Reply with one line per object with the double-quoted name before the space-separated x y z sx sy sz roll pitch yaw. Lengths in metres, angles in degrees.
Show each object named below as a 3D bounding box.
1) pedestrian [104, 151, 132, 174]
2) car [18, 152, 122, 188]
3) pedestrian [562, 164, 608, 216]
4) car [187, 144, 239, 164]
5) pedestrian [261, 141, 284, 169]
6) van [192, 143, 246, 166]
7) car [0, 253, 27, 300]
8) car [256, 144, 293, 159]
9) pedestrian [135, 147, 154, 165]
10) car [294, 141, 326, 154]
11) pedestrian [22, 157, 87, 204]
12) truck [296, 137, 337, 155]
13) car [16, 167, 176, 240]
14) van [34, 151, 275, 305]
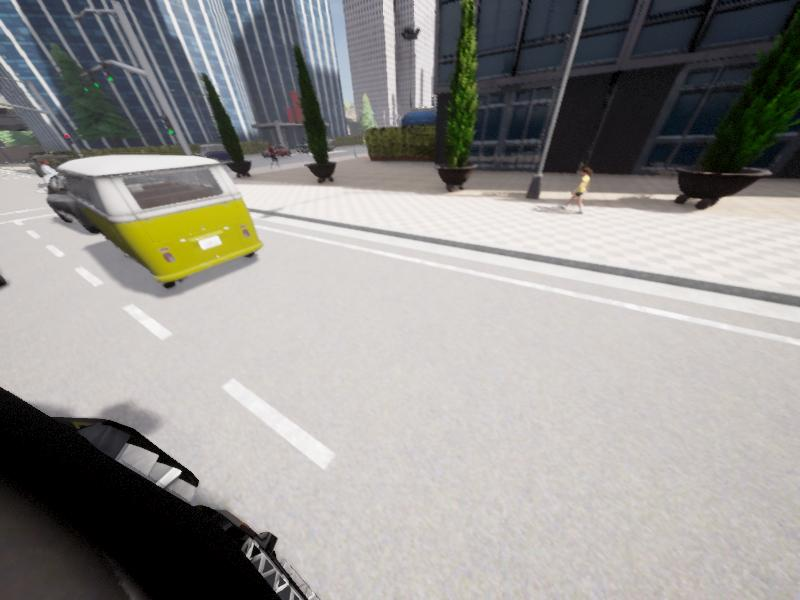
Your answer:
"pedestrian" -27.158 -13.266 22.267 0.751 1.860 0.751 12 38 19
"car" -24.751 -9.990 17.568 1.905 1.878 3.866 17 40 25
"pedestrian" 4.748 -2.844 5.972 0.500 1.100 0.500 27 45 35
"car" -24.104 -18.977 30.007 1.932 1.855 4.605 17 40 25
"pedestrian" -10.381 -11.826 18.840 0.751 1.860 0.751 15 39 23
"van" -21.565 -17.576 27.795 1.775 1.987 4.442 17 40 25
"car" -9.404 -0.843 4.116 4.514 1.525 2.007 17 40 25
"car" -17.867 -21.297 33.140 1.816 1.474 4.193 17 40 25
"pedestrian" -32.824 -18.532 29.709 0.751 1.860 0.751 17 40 25
"car" -16.042 -27.453 41.432 2.152 1.651 5.027 17 40 25
"pedestrian" -16.135 -5.585 10.839 0.751 1.860 0.751 16 40 24
"truck" -13.784 -25.923 38.743 2.390 2.098 6.274 17 40 25
"car" -10.220 -3.459 7.804 4.514 1.525 2.007 17 40 25
"van" -5.034 -1.836 4.797 4.442 1.987 1.775 20 42 28
